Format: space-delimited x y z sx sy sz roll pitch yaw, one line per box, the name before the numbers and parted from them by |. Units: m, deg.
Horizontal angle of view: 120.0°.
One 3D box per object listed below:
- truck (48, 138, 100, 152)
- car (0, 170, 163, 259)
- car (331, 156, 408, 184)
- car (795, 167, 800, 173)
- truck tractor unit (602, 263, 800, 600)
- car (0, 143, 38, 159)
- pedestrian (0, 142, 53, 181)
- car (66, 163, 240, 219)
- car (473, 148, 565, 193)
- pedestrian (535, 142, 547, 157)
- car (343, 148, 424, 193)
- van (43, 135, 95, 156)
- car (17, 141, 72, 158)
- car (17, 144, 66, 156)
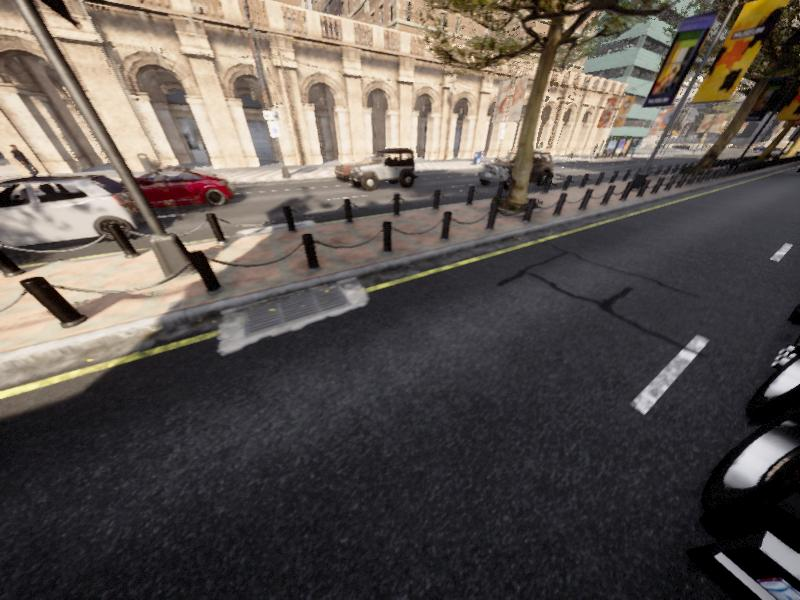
truck | -65.008 -31.111 46.271 2.390 2.098 6.274 -7 35 -10
car | -8.923 -2.218 5.769 3.633 1.501 1.845 -18 39 -24
car | -1.956 -8.849 15.557 4.718 1.301 1.895 -18 39 -25
car | 38.153 -12.342 20.649 5.238 1.638 1.930 -18 39 -24
truck tractor unit | 5.112 -0.300 0.785 6.516 4.208 3.053 -18 39 -24
car | -51.099 -19.440 30.050 2.152 1.651 5.027 -18 39 -24
pedestrian | -21.392 -7.854 13.156 0.751 1.860 0.751 -6 35 -10
car | -9.006 -4.429 9.088 4.181 1.385 1.994 -18 39 -24
car | 6.723 -7.461 13.141 4.605 1.855 1.932 -18 39 -24
pedestrian | 21.456 -22.920 35.194 0.751 1.860 0.751 -15 38 -21
car | -0.849 -7.306 12.838 3.866 1.878 1.905 -18 39 -24
van | -51.527 -24.277 36.193 1.988 2.561 5.915 -18 39 -24
car | -47.932 -20.405 31.314 2.097 1.767 4.553 -18 39 -24
car | -54.855 -23.113 35.493 2.033 1.411 5.357 -18 39 -24
